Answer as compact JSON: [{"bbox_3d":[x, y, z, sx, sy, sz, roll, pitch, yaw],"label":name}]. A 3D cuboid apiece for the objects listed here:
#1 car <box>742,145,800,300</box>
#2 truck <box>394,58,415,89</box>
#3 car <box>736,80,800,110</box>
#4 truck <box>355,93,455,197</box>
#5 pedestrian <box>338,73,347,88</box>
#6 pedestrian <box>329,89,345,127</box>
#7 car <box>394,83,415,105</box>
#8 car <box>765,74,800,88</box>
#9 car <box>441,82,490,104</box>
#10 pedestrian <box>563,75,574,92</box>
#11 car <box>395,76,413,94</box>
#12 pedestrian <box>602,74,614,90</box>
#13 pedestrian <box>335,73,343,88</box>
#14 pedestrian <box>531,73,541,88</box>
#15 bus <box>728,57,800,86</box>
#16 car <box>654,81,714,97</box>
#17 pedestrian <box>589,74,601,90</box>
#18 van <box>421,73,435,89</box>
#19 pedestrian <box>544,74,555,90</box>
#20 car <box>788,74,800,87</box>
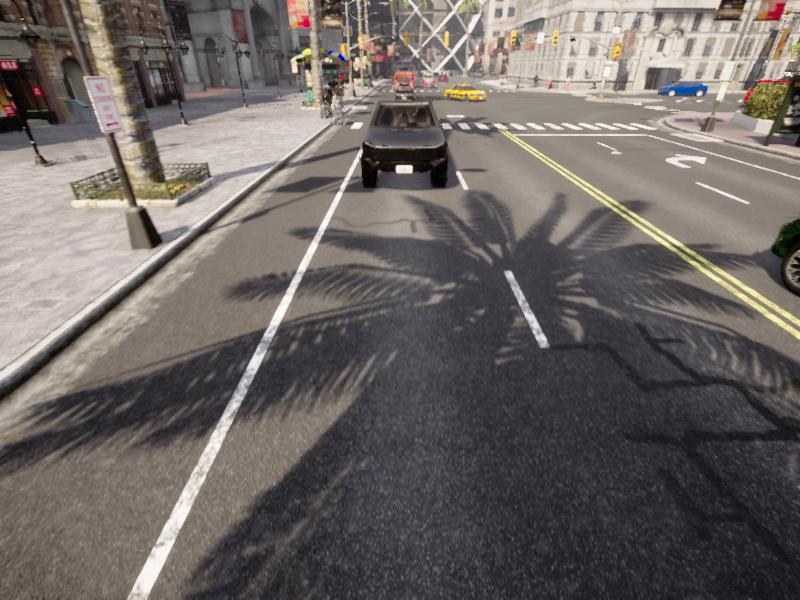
[{"bbox_3d":[7.055,-0.073,4.090,2.150,2.045,5.566,0,30,0],"label":"car"},{"bbox_3d":[0.666,-34.143,60.290,2.891,3.827,8.468,0,30,1],"label":"truck"},{"bbox_3d":[30.789,-16.382,31.936,5.566,2.045,2.150,0,30,0],"label":"car"},{"bbox_3d":[0.144,-5.247,12.818,2.390,2.098,6.274,0,30,0],"label":"truck"},{"bbox_3d":[-8.147,-31.026,56.541,0.751,1.860,0.751,26,39,37],"label":"pedestrian"},{"bbox_3d":[-3.493,-10.702,22.275,0.751,1.860,0.751,-3,31,-5],"label":"pedestrian"},{"bbox_3d":[0.393,-18.637,36.142,1.789,1.549,3.705,0,30,0],"label":"car"},{"bbox_3d":[62.002,-35.519,64.774,1.905,1.878,3.866,0,31,0],"label":"car"},{"bbox_3d":[6.166,-19.855,38.212,1.801,1.575,5.366,-14,33,-23],"label":"car"},{"bbox_3d":[20.960,-26.989,49.785,0.751,1.860,0.751,-2,30,-3],"label":"pedestrian"},{"bbox_3d":[0.535,-26.323,48.986,2.097,1.767,4.553,0,30,0],"label":"car"},{"bbox_3d":[27.816,-29.176,53.533,0.751,1.860,0.751,0,30,0],"label":"pedestrian"},{"bbox_3d":[-8.694,-31.296,57.000,0.751,1.860,0.751,26,39,36],"label":"pedestrian"},{"bbox_3d":[19.838,-32.033,58.363,0.751,1.860,0.751,-2,30,-3],"label":"pedestrian"},{"bbox_3d":[65.616,-41.196,72.122,3.944,4.253,10.273,0,30,0],"label":"bus"},{"bbox_3d":[31.849,-23.768,45.012,5.008,1.535,1.882,0,30,0],"label":"car"},{"bbox_3d":[25.622,-28.655,52.638,0.751,1.860,0.751,-1,30,-1],"label":"pedestrian"},{"bbox_3d":[4.160,-32.336,59.042,1.775,1.987,4.442,0,30,1],"label":"van"},{"bbox_3d":[20.084,-29.376,53.843,0.751,1.860,0.751,-4,31,-7],"label":"pedestrian"},{"bbox_3d":[65.506,-35.117,64.118,1.932,1.855,4.605,0,30,0],"label":"car"}]
